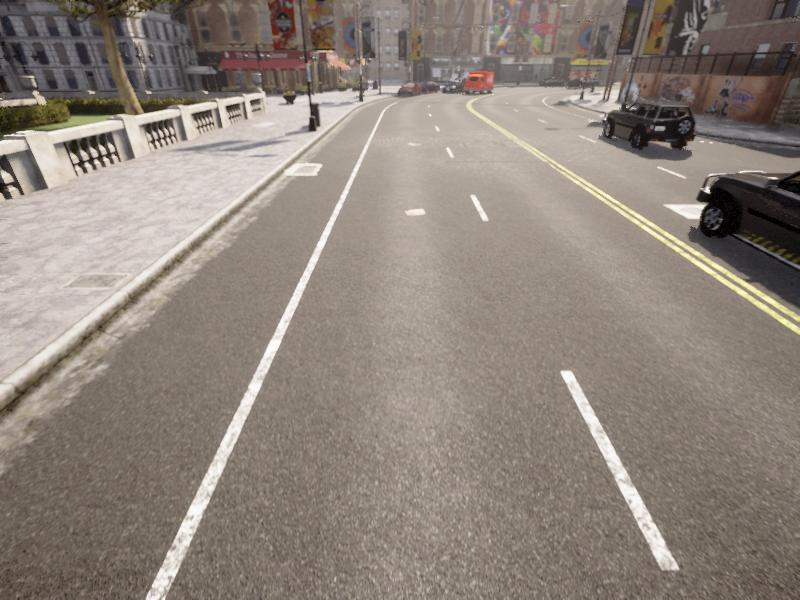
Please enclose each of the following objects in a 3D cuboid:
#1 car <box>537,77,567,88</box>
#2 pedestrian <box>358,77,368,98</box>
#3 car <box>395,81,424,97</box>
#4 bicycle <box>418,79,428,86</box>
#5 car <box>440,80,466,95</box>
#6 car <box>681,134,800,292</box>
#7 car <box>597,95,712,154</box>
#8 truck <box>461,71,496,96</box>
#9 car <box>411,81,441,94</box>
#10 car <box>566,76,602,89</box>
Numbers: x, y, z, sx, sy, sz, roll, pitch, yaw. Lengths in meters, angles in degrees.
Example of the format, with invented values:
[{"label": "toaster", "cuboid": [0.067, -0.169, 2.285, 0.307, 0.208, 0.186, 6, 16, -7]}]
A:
[{"label": "car", "cuboid": [25.895, -37.215, 68.294, 4.514, 1.525, 2.007, -14, 33, -23]}, {"label": "pedestrian", "cuboid": [-3.917, -22.544, 42.421, 0.751, 1.860, 0.751, 5, 31, 8]}, {"label": "car", "cuboid": [1.223, -24.937, 47.269, 2.002, 1.452, 4.674, 10, 32, 17]}, {"label": "bicycle", "cuboid": [3.988, -37.421, 68.798, 1.643, 1.024, 0.373, 0, 20, 0]}, {"label": "car", "cuboid": [6.892, -27.453, 51.640, 1.970, 1.475, 3.806, 15, 33, 24]}, {"label": "car", "cuboid": [7.190, -1.341, 6.450, 1.932, 1.855, 4.605, 1, 30, 1]}, {"label": "car", "cuboid": [10.803, -7.804, 17.515, 1.932, 1.855, 4.605, 0, 30, 0]}, {"label": "truck", "cuboid": [9.778, -26.901, 49.623, 2.627, 2.467, 5.204, 15, 33, 24]}, {"label": "car", "cuboid": [3.437, -27.538, 51.871, 1.895, 1.301, 4.718, 16, 34, 26]}, {"label": "car", "cuboid": [28.786, -34.062, 62.710, 5.238, 1.638, 1.930, -14, 33, -23]}]
